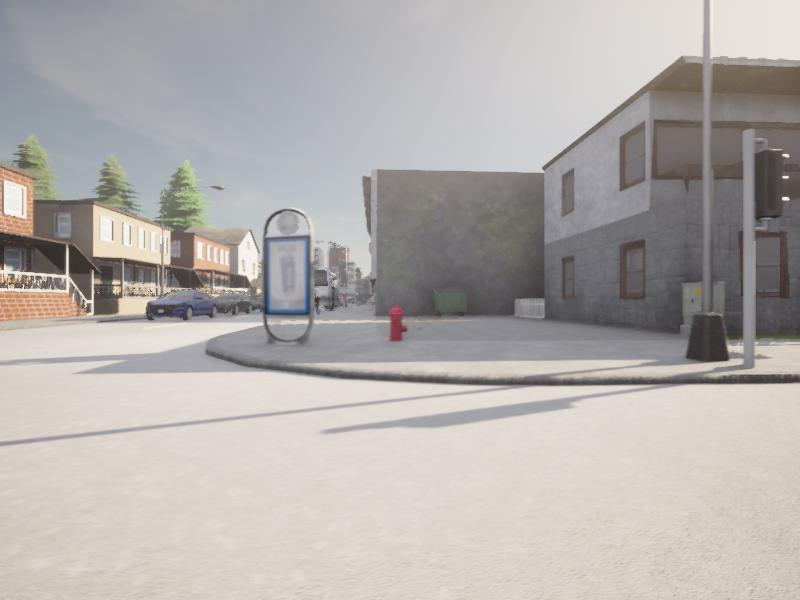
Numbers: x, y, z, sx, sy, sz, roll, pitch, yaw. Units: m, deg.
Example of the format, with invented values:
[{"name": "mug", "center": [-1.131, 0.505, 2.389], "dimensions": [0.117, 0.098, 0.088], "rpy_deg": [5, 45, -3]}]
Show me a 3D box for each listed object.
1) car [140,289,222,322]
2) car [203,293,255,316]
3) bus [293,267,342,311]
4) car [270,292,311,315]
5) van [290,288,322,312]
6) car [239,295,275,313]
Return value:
[{"name": "car", "center": [-11.342, 0.252, 21.195], "dimensions": [1.882, 1.535, 5.008], "rpy_deg": [0, 0, -4]}, {"name": "car", "center": [-11.766, 0.281, 27.885], "dimensions": [1.837, 1.490, 4.892], "rpy_deg": [0, 0, -4]}, {"name": "bus", "center": [-8.946, -1.081, 44.741], "dimensions": [3.944, 4.253, 10.273], "rpy_deg": [0, 0, -4]}, {"name": "car", "center": [-7.836, 0.264, 28.981], "dimensions": [2.007, 1.525, 4.514], "rpy_deg": [0, 0, -4]}, {"name": "van", "center": [-8.248, 0.014, 35.652], "dimensions": [2.069, 2.038, 4.480], "rpy_deg": [0, 0, -4]}, {"name": "car", "center": [-12.171, 0.297, 34.325], "dimensions": [1.816, 1.474, 4.193], "rpy_deg": [0, 0, -4]}]
